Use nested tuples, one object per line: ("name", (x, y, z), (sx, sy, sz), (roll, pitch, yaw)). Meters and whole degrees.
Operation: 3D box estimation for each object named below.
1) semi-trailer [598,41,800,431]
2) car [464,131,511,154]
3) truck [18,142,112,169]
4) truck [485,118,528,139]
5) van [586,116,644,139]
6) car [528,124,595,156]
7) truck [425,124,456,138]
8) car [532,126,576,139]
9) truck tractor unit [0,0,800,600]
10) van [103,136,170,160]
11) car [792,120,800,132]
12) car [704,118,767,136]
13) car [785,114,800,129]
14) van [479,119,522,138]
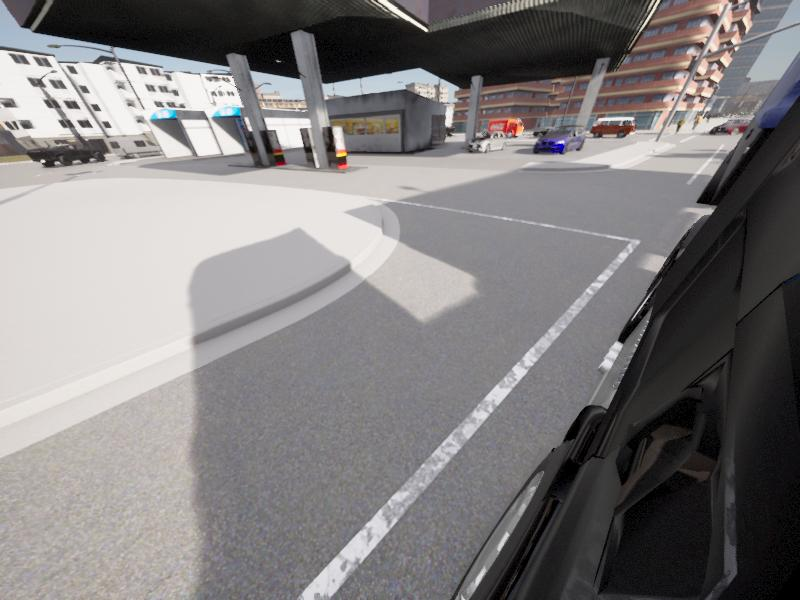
("semi-trailer", (8.688, -3.620, 4.225), (14.254, 4.402, 2.717), (-28, 44, -30))
("car", (7.828, -14.114, 20.628), (3.806, 1.475, 1.970), (-28, 44, -30))
("truck", (-39.229, -17.269, 27.472), (2.390, 2.098, 6.274), (-5, 37, -3))
("truck", (17.022, -27.552, 37.199), (2.627, 2.467, 5.204), (-29, 44, -30))
("van", (26.321, -21.207, 28.494), (2.069, 2.038, 4.480), (-29, 44, -31))
("car", (12.099, -12.031, 17.306), (4.611, 1.667, 2.242), (-28, 44, -30))
("truck", (8.593, -36.177, 49.548), (2.390, 2.098, 6.274), (-29, 44, -30))
("car", (21.831, -23.923, 33.028), (1.895, 1.301, 4.718), (-29, 44, -30))
("truck tractor unit", (2.645, -0.295, 0.351), (6.516, 4.208, 3.053), (-28, 44, -30))
("van", (-38.329, -22.475, 33.985), (1.988, 2.561, 5.915), (5, 38, 10))
("car", (46.047, -19.698, 25.530), (5.238, 1.638, 1.930), (-29, 44, -31))
("car", (37.712, -19.499, 26.036), (4.181, 1.385, 1.994), (-9, 37, -9))
("car", (53.234, -23.556, 30.337), (4.792, 1.488, 2.163), (-28, 44, -30))
("van", (17.590, -30.365, 40.947), (2.351, 2.431, 6.366), (-29, 44, -30))
